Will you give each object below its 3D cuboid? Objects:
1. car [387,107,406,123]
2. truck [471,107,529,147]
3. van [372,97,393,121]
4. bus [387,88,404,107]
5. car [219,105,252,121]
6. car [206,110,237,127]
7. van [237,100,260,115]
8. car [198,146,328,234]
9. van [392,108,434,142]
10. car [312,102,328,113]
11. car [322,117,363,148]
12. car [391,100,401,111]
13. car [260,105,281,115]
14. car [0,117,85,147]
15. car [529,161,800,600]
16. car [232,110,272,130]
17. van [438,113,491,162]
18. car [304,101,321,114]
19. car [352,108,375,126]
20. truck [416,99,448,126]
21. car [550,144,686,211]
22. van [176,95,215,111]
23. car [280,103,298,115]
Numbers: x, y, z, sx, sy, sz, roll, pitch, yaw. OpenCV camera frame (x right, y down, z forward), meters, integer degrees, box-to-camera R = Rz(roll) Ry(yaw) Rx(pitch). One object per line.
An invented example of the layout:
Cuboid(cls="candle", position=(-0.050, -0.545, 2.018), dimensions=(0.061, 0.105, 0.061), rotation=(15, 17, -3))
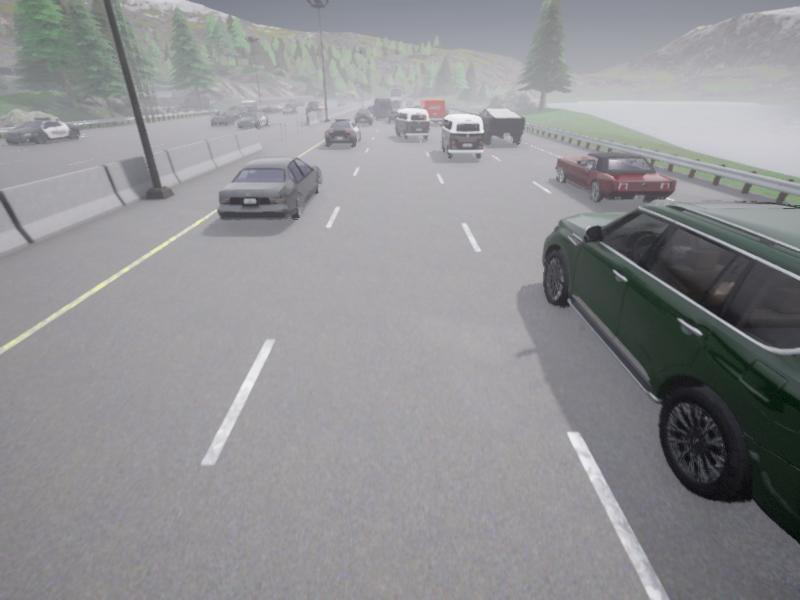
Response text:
Cuboid(cls="car", position=(-0.457, -21.960, 47.498), dimensions=(2.128, 1.511, 4.902), rotation=(0, 27, 0))
Cuboid(cls="truck", position=(6.736, -12.194, 27.910), dimensions=(2.390, 2.098, 6.274), rotation=(0, 27, 0))
Cuboid(cls="van", position=(-2.366, -25.126, 52.526), dimensions=(1.988, 2.561, 5.915), rotation=(-5, 28, -9))
Cuboid(cls="bus", position=(-1.150, -52.575, 103.834), dimensions=(3.944, 4.253, 10.273), rotation=(0, 27, 0))
Cuboid(cls="car", position=(-21.159, -24.178, 51.688), dimensions=(2.242, 1.667, 4.611), rotation=(1, 27, 2))
Cuboid(cls="car", position=(-18.489, -18.912, 41.632), dimensions=(1.845, 1.501, 3.633), rotation=(-3, 27, -6))
Cuboid(cls="van", position=(-25.130, -32.079, 66.612), dimensions=(2.069, 2.038, 4.480), rotation=(0, 27, 0))
Cuboid(cls="car", position=(-3.599, -3.463, 11.791), dimensions=(2.033, 1.411, 5.357), rotation=(0, 27, 0))
Cuboid(cls="van", position=(0.872, -13.126, 29.801), dimensions=(2.069, 2.038, 4.480), rotation=(-6, 28, -11))
Cuboid(cls="car", position=(-14.722, -35.571, 73.889), dimensions=(1.801, 1.575, 5.366), rotation=(0, 27, 0))
Cuboid(cls="car", position=(-3.750, -11.274, 26.776), dimensions=(2.038, 1.542, 4.974), rotation=(0, 27, 0))
Cuboid(cls="car", position=(-0.774, -38.487, 79.138), dimensions=(1.905, 1.878, 3.866), rotation=(0, 27, 0))
Cuboid(cls="car", position=(-21.654, -31.937, 67.125), dimensions=(1.895, 1.301, 4.718), rotation=(0, 27, 0))
Cuboid(cls="car", position=(-24.761, -11.676, 27.630), dimensions=(2.038, 1.542, 4.974), rotation=(0, 27, 0))
Cuboid(cls="car", position=(3.475, -0.038, 4.424), dimensions=(2.150, 2.045, 5.566), rotation=(0, 27, 0))
Cuboid(cls="car", position=(-14.376, -17.635, 39.144), dimensions=(2.038, 1.542, 4.974), rotation=(0, 27, 0))
Cuboid(cls="van", position=(3.301, -8.861, 21.527), dimensions=(2.069, 2.038, 4.480), rotation=(0, 27, 0))
Cuboid(cls="car", position=(-14.655, -32.198, 66.994), dimensions=(1.905, 1.878, 3.866), rotation=(0, 27, 0))
Cuboid(cls="car", position=(-3.920, -20.106, 43.892), dimensions=(2.038, 1.542, 4.974), rotation=(0, 27, 0))
Cuboid(cls="truck", position=(3.437, -20.712, 44.024), dimensions=(2.627, 2.467, 5.204), rotation=(-3, 27, -4))
Cuboid(cls="car", position=(6.884, -4.238, 13.369), dimensions=(1.895, 1.301, 4.718), rotation=(0, 27, 0))
Cuboid(cls="van", position=(-39.078, -37.700, 76.530), dimensions=(5.915, 2.561, 1.988), rotation=(0, 27, -1))
Cuboid(cls="car", position=(-18.141, -31.278, 65.593), dimensions=(1.851, 1.617, 3.988), rotation=(0, 27, 0))
